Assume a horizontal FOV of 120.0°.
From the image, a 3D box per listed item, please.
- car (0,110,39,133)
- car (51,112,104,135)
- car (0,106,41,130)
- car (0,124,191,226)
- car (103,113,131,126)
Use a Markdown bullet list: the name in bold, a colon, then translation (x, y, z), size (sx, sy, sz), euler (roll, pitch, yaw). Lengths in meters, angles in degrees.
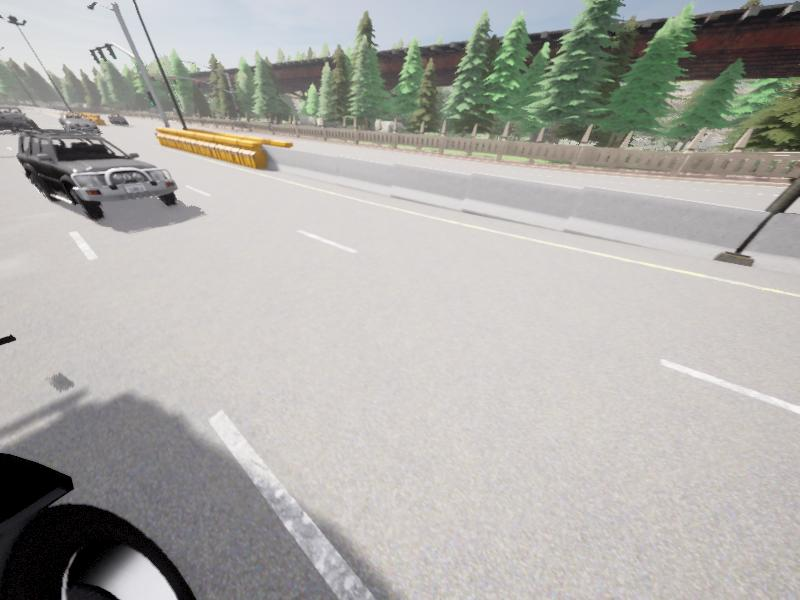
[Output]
- **car**: translation (-36.180, -15.768, 20.398), size (1.851, 1.617, 3.988), euler (14, 38, 13)
- **car**: translation (-33.950, -18.589, 24.307), size (5.027, 1.651, 2.152), euler (25, 42, 26)
- **car**: translation (-40.200, -19.066, 24.173), size (3.866, 1.878, 1.905), euler (25, 42, 26)
- **car**: translation (-8.903, -3.788, 6.703), size (4.605, 1.855, 1.932), euler (19, 38, 20)
- **car**: translation (-46.583, -29.714, 37.997), size (3.633, 1.501, 1.845), euler (26, 42, 26)
